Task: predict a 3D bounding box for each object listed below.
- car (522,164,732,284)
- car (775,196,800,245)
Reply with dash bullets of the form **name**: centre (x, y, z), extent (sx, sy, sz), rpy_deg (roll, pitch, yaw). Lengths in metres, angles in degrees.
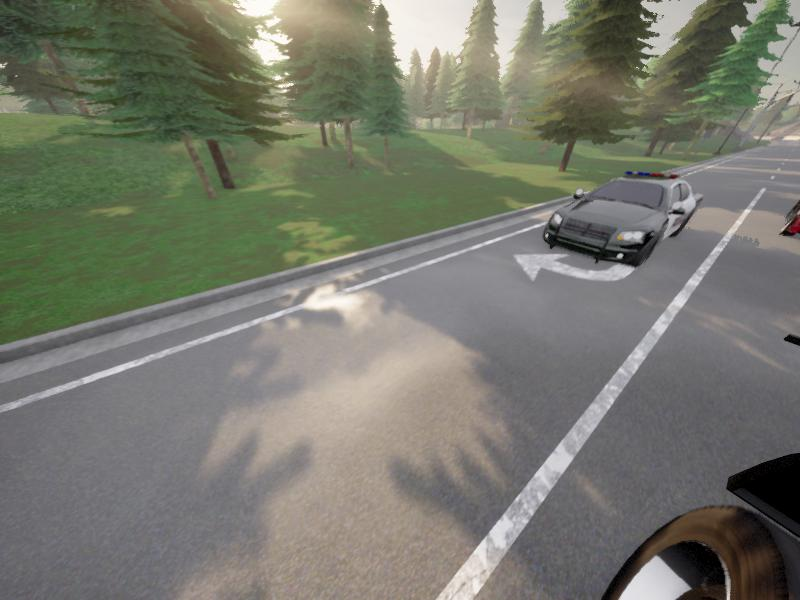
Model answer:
- **car**: centre (5.625, -2.244, 5.705), extent (4.974, 1.542, 2.038), rpy_deg (-22, 41, -28)
- **car**: centre (12.028, -2.330, 5.908), extent (4.181, 1.385, 1.994), rpy_deg (-22, 41, -28)
